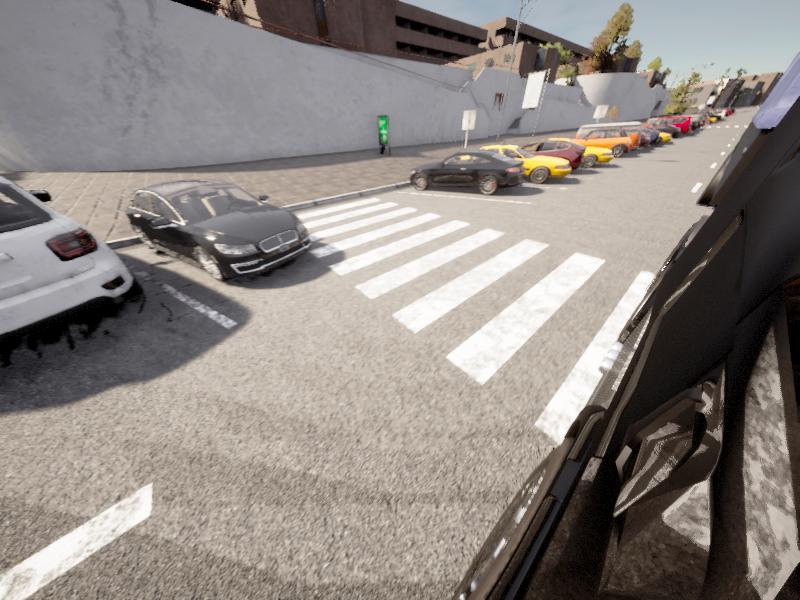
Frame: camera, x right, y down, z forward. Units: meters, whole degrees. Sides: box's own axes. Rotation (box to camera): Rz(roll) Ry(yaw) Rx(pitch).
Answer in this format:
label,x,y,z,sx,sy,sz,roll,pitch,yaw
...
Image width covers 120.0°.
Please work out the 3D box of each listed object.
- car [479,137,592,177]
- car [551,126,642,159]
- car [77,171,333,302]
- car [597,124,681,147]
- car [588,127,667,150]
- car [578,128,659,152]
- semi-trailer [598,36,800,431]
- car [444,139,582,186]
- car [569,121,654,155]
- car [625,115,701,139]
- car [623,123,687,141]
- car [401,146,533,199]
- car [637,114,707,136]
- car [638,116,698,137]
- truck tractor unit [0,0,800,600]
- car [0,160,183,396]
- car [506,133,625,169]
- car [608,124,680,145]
label,x,y,z,sx,sy,sz,roll,pitch,yaw
car,7.150,-7.807,12.595,4.792,1.488,2.163,17,40,25
car,14.050,-11.531,16.958,4.553,1.767,2.185,17,41,25
car,-4.247,-1.793,5.127,4.892,1.521,2.231,17,40,25
car,23.337,-16.261,22.912,5.366,1.575,1.946,17,40,26
car,20.861,-15.061,21.536,4.792,1.488,2.163,17,41,26
car,18.606,-13.829,20.043,4.674,1.452,2.002,17,41,26
semi-trailer,8.696,-3.588,4.258,14.254,4.402,2.717,-28,43,-30
car,5.052,-6.577,10.994,5.366,1.575,1.946,17,40,25
car,16.414,-12.806,18.361,4.442,1.987,1.878,17,40,25
car,32.270,-21.433,28.749,5.566,2.045,2.435,16,41,26
car,30.031,-19.957,27.437,4.674,1.452,2.002,17,41,26
car,2.611,-5.381,9.604,4.674,1.452,2.002,17,41,25
car,36.892,-23.901,31.667,5.566,2.045,2.435,16,41,26
car,34.687,-22.619,30.176,4.442,1.987,1.878,17,41,26
truck tractor unit,2.645,-0.295,0.351,6.516,4.208,3.053,-28,44,-30
car,-6.568,-0.784,3.494,5.566,2.045,2.435,17,41,26
car,9.622,-8.983,13.981,5.366,1.575,1.946,17,40,25
car,25.486,-17.498,24.474,4.792,1.488,2.163,17,40,26
